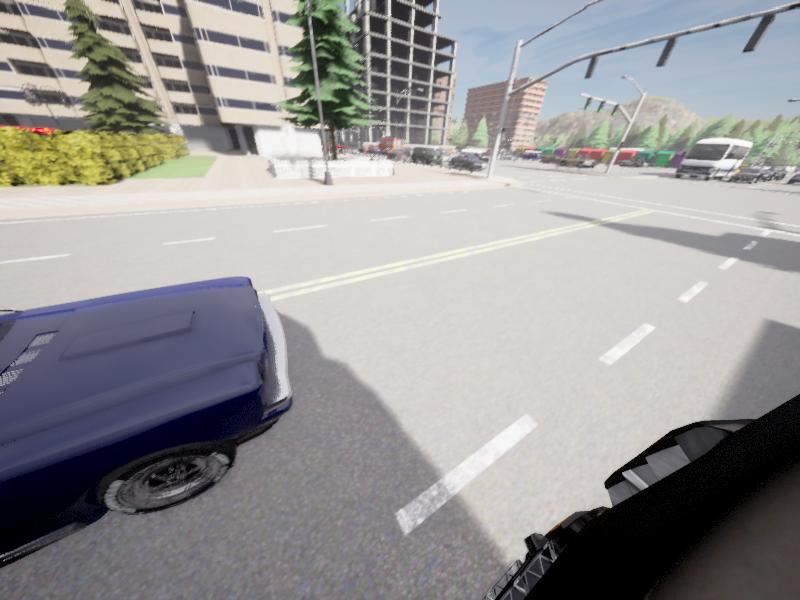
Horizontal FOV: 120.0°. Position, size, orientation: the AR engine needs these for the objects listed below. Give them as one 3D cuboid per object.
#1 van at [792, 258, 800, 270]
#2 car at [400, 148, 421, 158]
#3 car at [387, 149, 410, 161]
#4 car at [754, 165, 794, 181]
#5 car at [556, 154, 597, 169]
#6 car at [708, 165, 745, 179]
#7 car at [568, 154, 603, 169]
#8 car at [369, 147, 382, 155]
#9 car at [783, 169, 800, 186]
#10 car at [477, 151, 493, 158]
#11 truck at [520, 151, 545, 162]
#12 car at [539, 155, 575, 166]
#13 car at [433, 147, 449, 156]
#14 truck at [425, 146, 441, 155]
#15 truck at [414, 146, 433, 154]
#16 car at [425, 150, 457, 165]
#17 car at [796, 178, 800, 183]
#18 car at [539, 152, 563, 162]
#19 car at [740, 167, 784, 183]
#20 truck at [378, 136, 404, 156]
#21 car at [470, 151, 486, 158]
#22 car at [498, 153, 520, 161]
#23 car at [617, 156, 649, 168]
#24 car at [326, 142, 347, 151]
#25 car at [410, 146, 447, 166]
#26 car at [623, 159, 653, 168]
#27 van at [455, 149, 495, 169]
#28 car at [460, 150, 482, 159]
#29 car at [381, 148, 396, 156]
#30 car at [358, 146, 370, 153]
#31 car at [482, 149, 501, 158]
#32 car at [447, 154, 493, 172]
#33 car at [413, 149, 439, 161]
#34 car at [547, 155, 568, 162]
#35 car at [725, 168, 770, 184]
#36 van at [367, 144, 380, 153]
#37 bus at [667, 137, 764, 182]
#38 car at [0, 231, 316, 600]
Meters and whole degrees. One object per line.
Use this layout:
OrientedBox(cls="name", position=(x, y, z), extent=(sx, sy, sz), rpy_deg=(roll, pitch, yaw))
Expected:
OrientedBox(cls="van", position=(12.216, -1.725, 5.530), extent=(4.442, 1.987, 1.775), rpy_deg=(-16, 38, -25))
OrientedBox(cls="car", position=(2.269, -33.374, 52.315), extent=(2.152, 1.651, 5.027), rpy_deg=(-17, 38, -26))
OrientedBox(cls="car", position=(-0.370, -24.401, 38.924), extent=(1.812, 1.442, 4.674), rpy_deg=(-17, 38, -26))
OrientedBox(cls="car", position=(55.157, -18.740, 34.057), extent=(4.553, 1.767, 2.097), rpy_deg=(-15, 38, -25))
OrientedBox(cls="car", position=(29.006, -22.980, 38.187), extent=(1.932, 1.855, 4.605), rpy_deg=(-17, 38, -26))
OrientedBox(cls="car", position=(48.149, -18.925, 34.069), extent=(5.008, 1.535, 1.882), rpy_deg=(-15, 38, -25))
OrientedBox(cls="car", position=(31.525, -23.689, 39.424), extent=(1.905, 1.878, 3.866), rpy_deg=(-17, 38, -26))
OrientedBox(cls="car", position=(-6.206, -37.690, 58.361), extent=(1.970, 1.475, 3.806), rpy_deg=(-17, 38, -26))
OrientedBox(cls="car", position=(49.337, -14.824, 27.961), extent=(4.856, 1.649, 2.033), rpy_deg=(-16, 38, -25))
OrientedBox(cls="car", position=(24.789, -42.588, 67.485), extent=(1.784, 1.438, 3.905), rpy_deg=(-17, 38, -26))
OrientedBox(cls="truck", position=(32.457, -35.363, 56.708), extent=(2.069, 2.038, 4.478), rpy_deg=(-17, 38, -26))
OrientedBox(cls="car", position=(30.588, -27.387, 45.286), extent=(2.033, 1.415, 5.357), rpy_deg=(-17, 38, -26))
OrientedBox(cls="car", position=(11.702, -43.056, 66.890), extent=(1.932, 1.855, 4.605), rpy_deg=(-17, 38, -26))
OrientedBox(cls="truck", position=(9.248, -42.361, 65.514), extent=(2.069, 2.038, 4.478), rpy_deg=(-17, 38, -26))
OrientedBox(cls="truck", position=(8.073, -52.049, 80.013), extent=(6.274, 2.098, 2.390), rpy_deg=(-17, 38, -26))
OrientedBox(cls="car", position=(6.202, -21.933, 35.502), extent=(2.242, 1.667, 4.611), rpy_deg=(-17, 38, -26))
OrientedBox(cls="car", position=(57.367, -16.982, 31.899), extent=(3.806, 1.475, 1.970), rpy_deg=(-15, 38, -25))
OrientedBox(cls="car", position=(39.500, -37.409, 60.417), extent=(1.932, 1.855, 4.605), rpy_deg=(-17, 38, -26))
OrientedBox(cls="car", position=(48.334, -16.735, 30.842), extent=(4.902, 1.511, 2.128), rpy_deg=(-15, 38, -25))
OrientedBox(cls="truck", position=(-2.456, -38.931, 58.281), extent=(2.891, 3.827, 8.468), rpy_deg=(-17, 38, -26))
OrientedBox(cls="car", position=(22.295, -41.824, 66.229), extent=(1.970, 1.475, 3.806), rpy_deg=(-17, 38, -26))
OrientedBox(cls="car", position=(24.987, -32.854, 53.053), extent=(1.970, 1.475, 3.806), rpy_deg=(-17, 38, -26))
OrientedBox(cls="car", position=(48.402, -28.711, 48.086), extent=(1.905, 1.878, 3.866), rpy_deg=(-17, 38, -26))
OrientedBox(cls="car", position=(-18.885, -45.919, 69.056), extent=(5.566, 2.045, 2.150), rpy_deg=(-17, 39, -27))
OrientedBox(cls="car", position=(3.847, -20.566, 32.962), extent=(2.150, 2.045, 5.566), rpy_deg=(-17, 38, -26))
OrientedBox(cls="car", position=(50.891, -29.246, 49.486), extent=(1.970, 1.475, 3.806), rpy_deg=(-17, 38, -26))
OrientedBox(cls="van", position=(9.738, -18.660, 30.541), extent=(2.069, 2.038, 4.480), rpy_deg=(-17, 38, -26))
OrientedBox(cls="car", position=(16.882, -34.675, 55.071), extent=(2.242, 1.667, 4.611), rpy_deg=(-17, 38, -26))
OrientedBox(cls="car", position=(-2.700, -34.320, 53.510), extent=(1.970, 1.475, 3.806), rpy_deg=(-17, 38, -26))
OrientedBox(cls="car", position=(-9.848, -41.228, 63.378), extent=(1.970, 1.475, 3.806), rpy_deg=(-17, 38, -26))
OrientedBox(cls="car", position=(27.082, -43.472, 68.584), extent=(1.932, 1.855, 4.605), rpy_deg=(-17, 38, -26))
OrientedBox(cls="car", position=(8.089, -16.211, 27.252), extent=(2.128, 1.511, 4.902), rpy_deg=(-17, 38, -26))
OrientedBox(cls="car", position=(4.816, -27.091, 43.116), extent=(1.930, 1.638, 5.238), rpy_deg=(-17, 38, -26))
OrientedBox(cls="car", position=(42.018, -37.941, 61.764), extent=(1.784, 1.438, 3.905), rpy_deg=(-17, 38, -26))
OrientedBox(cls="car", position=(41.292, -14.771, 27.439), extent=(4.892, 1.490, 1.837), rpy_deg=(-16, 38, -25))
OrientedBox(cls="van", position=(-7.591, -43.114, 65.811), extent=(1.775, 1.987, 4.442), rpy_deg=(-17, 38, -26))
OrientedBox(cls="bus", position=(39.548, -17.570, 29.013), extent=(10.273, 4.253, 3.944), rpy_deg=(-16, 38, -25))
OrientedBox(cls="car", position=(-3.209, 0.834, 1.260), extent=(4.718, 1.301, 1.895), rpy_deg=(-17, 38, -26))
